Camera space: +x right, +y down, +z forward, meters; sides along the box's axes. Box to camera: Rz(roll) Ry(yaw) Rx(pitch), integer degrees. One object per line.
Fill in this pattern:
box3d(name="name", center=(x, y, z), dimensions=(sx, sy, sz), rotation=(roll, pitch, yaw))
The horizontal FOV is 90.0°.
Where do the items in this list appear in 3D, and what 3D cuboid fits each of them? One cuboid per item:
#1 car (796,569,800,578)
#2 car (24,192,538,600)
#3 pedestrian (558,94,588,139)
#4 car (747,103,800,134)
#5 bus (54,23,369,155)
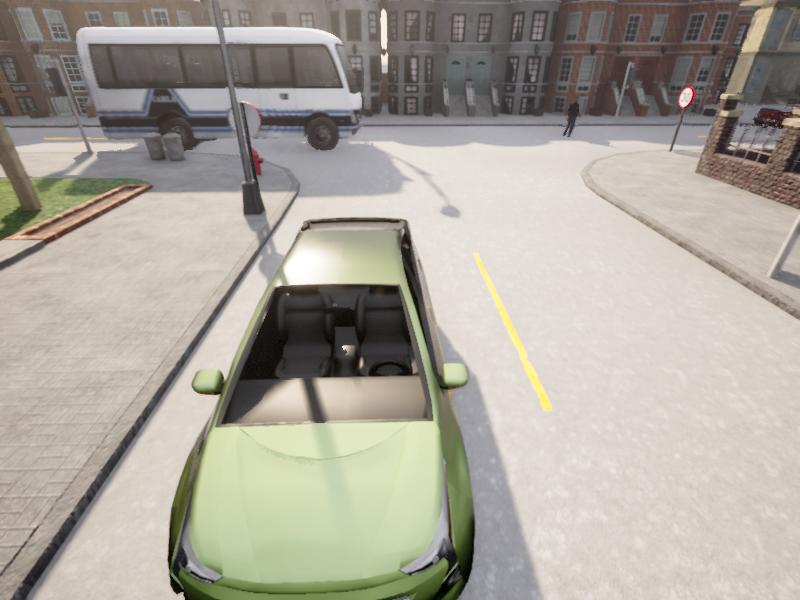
box3d(name="car", center=(3.752, 2.425, 0.423), dimensions=(1.812, 1.442, 4.674), rotation=(-1, 30, -2))
box3d(name="car", center=(-0.530, 0.328, 3.906), dimensions=(2.007, 1.525, 4.514), rotation=(-1, 30, -2))
box3d(name="pedestrian", center=(8.098, -8.619, 18.800), dimensions=(0.751, 1.860, 0.751), rotation=(-1, 30, -1))
box3d(name="car", center=(21.683, -9.644, 21.183), dimensions=(4.718, 1.301, 1.895), rotation=(-1, 30, -1))
box3d(name="bus", center=(-6.593, -8.579, 16.385), dimensions=(10.273, 4.253, 3.944), rotation=(-1, 30, -1))
